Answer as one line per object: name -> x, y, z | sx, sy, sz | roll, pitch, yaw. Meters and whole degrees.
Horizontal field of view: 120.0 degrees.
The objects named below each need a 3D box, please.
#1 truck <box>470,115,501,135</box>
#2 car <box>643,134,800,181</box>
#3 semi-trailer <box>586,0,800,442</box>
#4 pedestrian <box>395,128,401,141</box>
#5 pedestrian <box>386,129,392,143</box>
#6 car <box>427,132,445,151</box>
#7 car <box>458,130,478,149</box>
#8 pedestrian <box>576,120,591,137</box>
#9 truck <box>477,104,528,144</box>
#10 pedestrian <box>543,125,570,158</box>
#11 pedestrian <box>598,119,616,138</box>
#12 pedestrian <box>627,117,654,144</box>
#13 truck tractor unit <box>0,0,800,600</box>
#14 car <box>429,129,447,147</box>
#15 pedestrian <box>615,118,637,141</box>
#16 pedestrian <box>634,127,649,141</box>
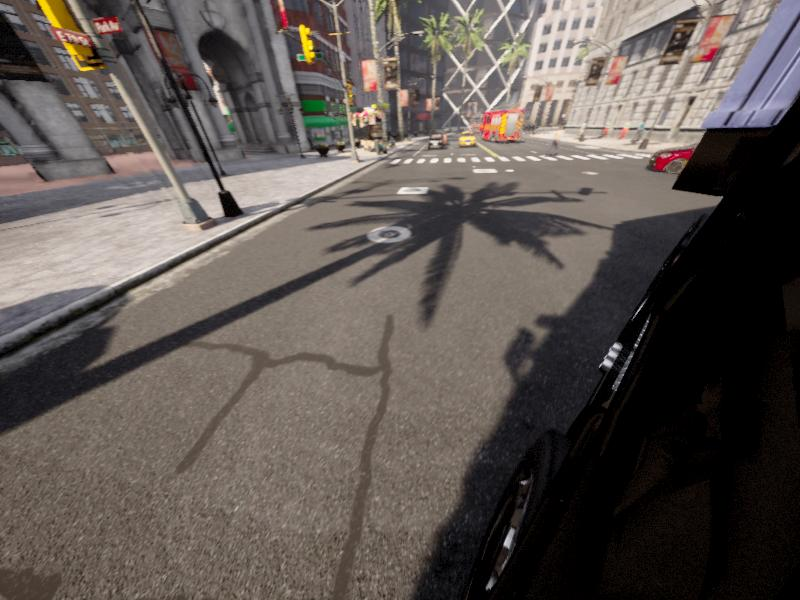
truck -> 22.018, -45.164, 59.449 | 8.468, 3.827, 2.891 | -30, 45, -31
car -> 13.804, -6.252, 10.006 | 4.181, 1.385, 1.994 | 22, 43, 29
semi-trailer -> 9.850, -2.355, 2.487 | 14.254, 4.402, 2.717 | -12, 37, -12
pedestrian -> -0.385, -31.089, 43.385 | 0.751, 1.860, 0.751 | 11, 39, 17
pedestrian -> -1.810, -27.485, 38.657 | 0.751, 1.860, 0.751 | 7, 38, 12
car -> 4.107, -18.099, 26.293 | 1.789, 1.549, 3.705 | 4, 37, 9
car -> 8.002, -19.341, 27.686 | 1.801, 1.575, 5.366 | 4, 37, 9
pedestrian -> 24.592, -22.997, 31.007 | 0.751, 1.860, 0.751 | 5, 37, 10
truck -> 13.570, -23.902, 31.559 | 2.891, 3.827, 8.468 | -2, 37, 0
pedestrian -> 11.023, -11.201, 16.343 | 0.751, 1.860, 0.751 | -5, 37, -4
pedestrian -> 24.831, -20.572, 27.750 | 0.751, 1.860, 0.751 | 5, 37, 10
pedestrian -> 21.869, -15.393, 21.013 | 0.751, 1.860, 0.751 | 2, 37, 7
truck tractor unit -> 2.645, -0.295, 0.351 | 6.516, 4.208, 3.053 | -28, 44, -30
car -> 5.214, -22.016, 31.258 | 2.097, 1.767, 4.553 | 4, 37, 9
pedestrian -> 23.674, -17.907, 24.261 | 0.751, 1.860, 0.751 | 5, 37, 10
pedestrian -> 23.970, -16.488, 22.980 | 0.500, 1.100, 0.500 | 9, 38, 15
